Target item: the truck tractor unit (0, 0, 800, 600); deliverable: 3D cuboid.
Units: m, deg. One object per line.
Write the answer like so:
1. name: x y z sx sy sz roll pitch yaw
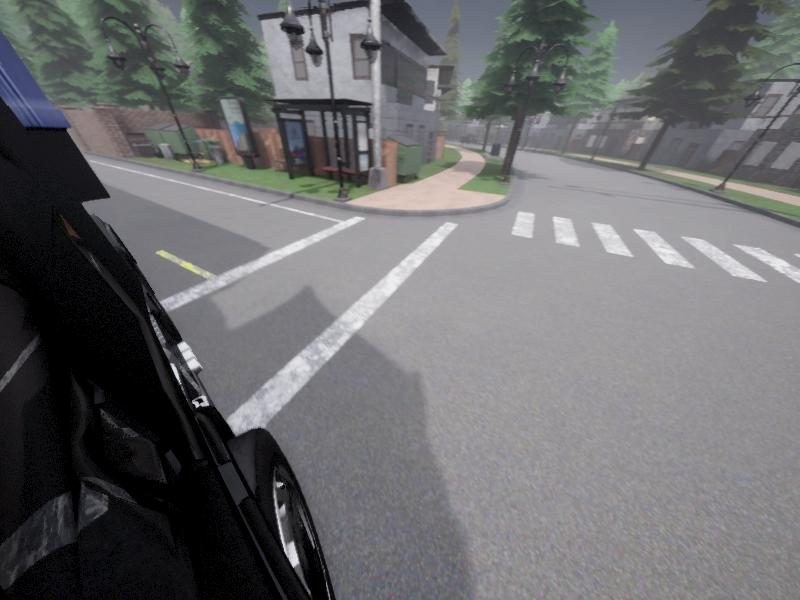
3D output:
1. truck tractor unit: -2.645 -0.295 0.351 6.516 4.208 3.053 28 44 30

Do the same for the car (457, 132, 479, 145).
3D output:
1. car: 14.092 -33.514 47.926 1.932 1.855 4.605 -9 38 -16

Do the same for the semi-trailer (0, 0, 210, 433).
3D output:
1. semi-trailer: -9.243 -3.156 3.617 14.254 4.402 2.717 21 40 23

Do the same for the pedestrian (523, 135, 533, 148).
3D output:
1. pedestrian: 22.967 -28.488 41.456 0.751 1.860 0.751 27 43 29
